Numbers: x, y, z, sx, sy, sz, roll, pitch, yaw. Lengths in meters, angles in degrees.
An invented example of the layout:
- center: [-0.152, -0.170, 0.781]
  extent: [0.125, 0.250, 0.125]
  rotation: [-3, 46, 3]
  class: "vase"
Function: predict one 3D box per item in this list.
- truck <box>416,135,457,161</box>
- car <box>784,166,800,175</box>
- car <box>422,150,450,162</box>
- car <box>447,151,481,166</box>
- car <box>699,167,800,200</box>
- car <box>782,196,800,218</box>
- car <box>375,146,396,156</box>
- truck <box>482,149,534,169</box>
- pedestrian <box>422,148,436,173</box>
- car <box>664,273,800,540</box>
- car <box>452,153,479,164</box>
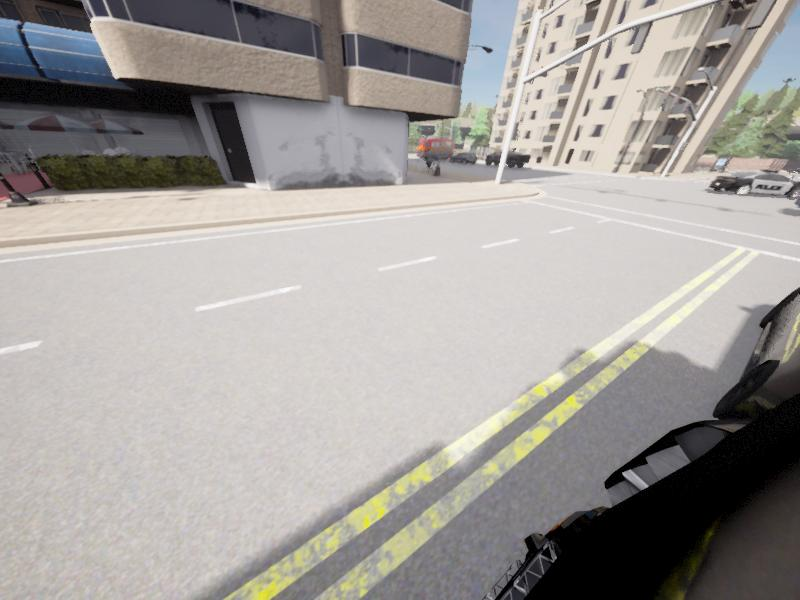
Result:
- center: [6.792, -29.628, 45.029]
  extent: [2.891, 3.827, 8.468]
  rotation: [-16, 38, -25]
  class: "truck"
- center: [81.829, -25.863, 46.254]
  extent: [1.837, 1.490, 4.892]
  rotation: [-16, 38, -26]
  class: "car"
- center: [6.264, -25.258, 40.558]
  extent: [2.128, 1.511, 4.902]
  rotation: [-17, 38, -26]
  class: "car"
- center: [9.779, -21.890, 35.659]
  extent: [2.033, 1.649, 4.856]
  rotation: [-17, 38, -26]
  class: "car"
- center: [25.915, -8.370, 16.532]
  extent: [5.238, 1.638, 1.930]
  rotation: [8, 35, 9]
  class: "car"
- center: [20.696, -3.805, 9.027]
  extent: [2.150, 2.045, 5.566]
  rotation: [-17, 38, -26]
  class: "car"
- center: [-3.454, -35.468, 54.956]
  extent: [4.611, 1.667, 2.242]
  rotation: [-16, 38, -26]
  class: "car"
- center: [15.359, -20.419, 33.404]
  extent: [2.390, 2.098, 6.274]
  rotation: [-17, 38, -26]
  class: "truck"
- center: [2.529, -12.302, 20.370]
  extent: [0.751, 1.860, 0.751]
  rotation: [-16, 38, -25]
  class: "pedestrian"
- center: [4.863, 0.586, 1.921]
  extent: [4.514, 1.525, 2.007]
  rotation: [-16, 38, -26]
  class: "car"
- center: [11.165, -24.258, 39.512]
  extent: [1.994, 1.385, 4.181]
  rotation: [-16, 38, -26]
  class: "car"
